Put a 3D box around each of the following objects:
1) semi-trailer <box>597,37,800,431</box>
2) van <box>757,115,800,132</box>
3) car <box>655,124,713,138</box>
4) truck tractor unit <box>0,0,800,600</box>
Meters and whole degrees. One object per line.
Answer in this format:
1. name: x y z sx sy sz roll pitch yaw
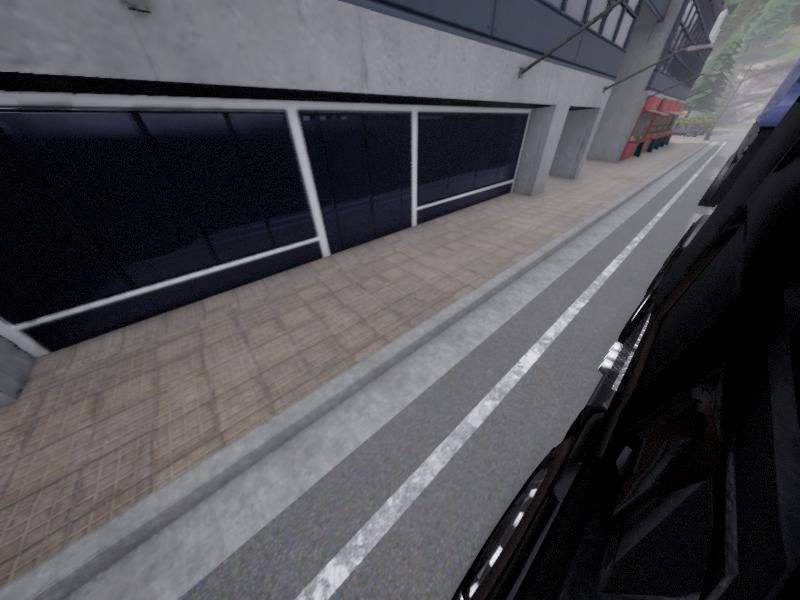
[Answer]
1. semi-trailer: 8.727 -3.562 4.233 14.254 4.402 2.717 -28 43 -30
2. van: 57.973 -27.063 35.384 1.775 1.987 4.442 21 42 28
3. car: 35.718 -21.396 29.204 1.994 1.385 4.181 -20 41 -24
4. truck tractor unit: 2.645 -0.295 0.352 6.516 4.208 3.053 -28 44 -30
